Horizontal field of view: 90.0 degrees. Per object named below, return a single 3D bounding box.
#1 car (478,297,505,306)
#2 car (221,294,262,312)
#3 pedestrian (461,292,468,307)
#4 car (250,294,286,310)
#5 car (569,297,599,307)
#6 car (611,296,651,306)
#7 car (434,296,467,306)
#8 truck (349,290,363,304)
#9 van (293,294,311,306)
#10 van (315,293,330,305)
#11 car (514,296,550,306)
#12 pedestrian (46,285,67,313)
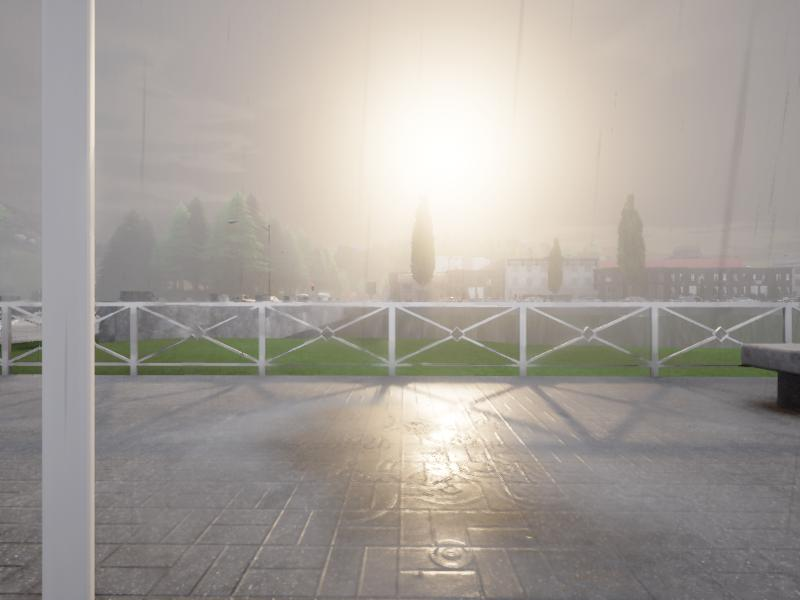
[{"bbox_3d":[14.645,0.252,64.147,3.806,1.475,1.970,0,0,1],"label":"car"},{"bbox_3d":[-13.597,0.255,34.607,1.816,1.474,4.193,0,0,1],"label":"car"},{"bbox_3d":[8.271,-0.064,51.504,0.751,1.860,0.751,0,0,1],"label":"pedestrian"},{"bbox_3d":[-13.501,0.227,41.206,2.038,1.542,4.974,0,0,1],"label":"car"},{"bbox_3d":[29.364,0.294,63.944,3.806,1.475,1.970,0,0,1],"label":"car"},{"bbox_3d":[36.864,0.169,63.841,5.238,1.638,1.930,0,0,1],"label":"car"},{"bbox_3d":[8.070,0.180,64.238,5.027,1.651,2.152,0,0,1],"label":"car"},{"bbox_3d":[-12.466,-0.924,113.330,2.891,3.827,8.468,0,0,1],"label":"truck"},{"bbox_3d":[-17.079,-0.024,69.908,2.069,2.038,4.480,0,0,-2],"label":"van"},{"bbox_3d":[-16.845,-0.298,87.501,1.988,2.561,5.915,0,0,1],"label":"van"},{"bbox_3d":[21.090,0.170,64.058,5.238,1.638,1.930,0,0,1],"label":"car"},{"bbox_3d":[-22.533,-0.065,26.278,0.751,1.860,0.751,0,0,-5],"label":"pedestrian"}]
